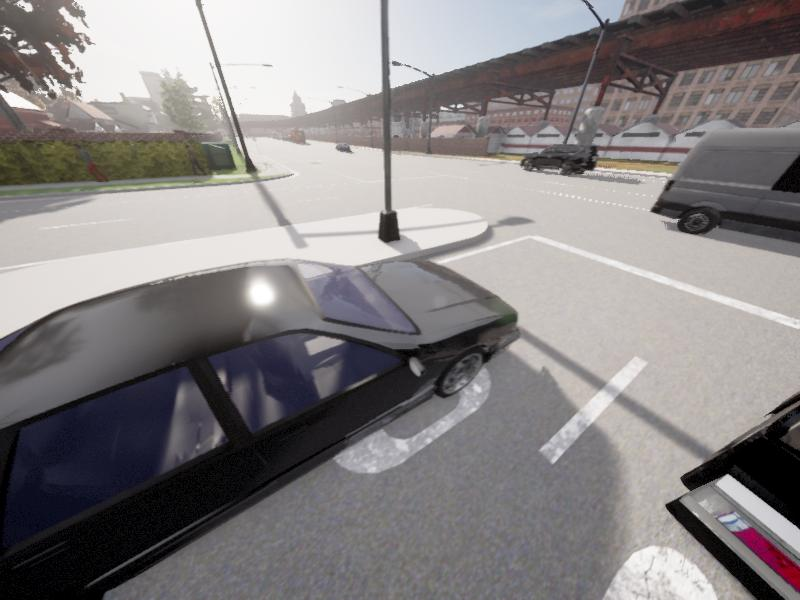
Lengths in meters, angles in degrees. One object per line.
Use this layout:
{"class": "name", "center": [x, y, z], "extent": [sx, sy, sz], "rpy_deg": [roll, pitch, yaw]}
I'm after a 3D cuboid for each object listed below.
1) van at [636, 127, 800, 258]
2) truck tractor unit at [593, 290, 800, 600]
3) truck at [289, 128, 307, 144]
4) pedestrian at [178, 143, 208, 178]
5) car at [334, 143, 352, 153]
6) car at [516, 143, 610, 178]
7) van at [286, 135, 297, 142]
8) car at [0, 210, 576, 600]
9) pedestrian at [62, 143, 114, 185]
{"class": "van", "center": [10.358, -2.459, 5.409], "extent": [1.988, 2.561, 5.915], "rpy_deg": [-19, 39, -25]}
{"class": "truck tractor unit", "center": [5.240, -0.145, 0.559], "extent": [6.516, 4.208, 3.053], "rpy_deg": [-12, 37, -17]}
{"class": "truck", "center": [-32.422, -51.856, 73.045], "extent": [2.891, 3.827, 8.468], "rpy_deg": [-19, 41, -25]}
{"class": "pedestrian", "center": [-13.037, -8.832, 14.617], "extent": [0.751, 1.860, 0.751], "rpy_deg": [-21, 40, -28]}
{"class": "car", "center": [-11.355, -30.301, 45.866], "extent": [1.970, 1.475, 3.806], "rpy_deg": [-19, 40, -25]}
{"class": "car", "center": [12.804, -11.449, 18.768], "extent": [2.150, 2.045, 5.566], "rpy_deg": [-18, 39, -24]}
{"class": "van", "center": [-38.074, -56.637, 81.005], "extent": [2.069, 2.038, 4.480], "rpy_deg": [-19, 41, -25]}
{"class": "car", "center": [-1.228, 0.508, 2.040], "extent": [5.357, 1.411, 2.033], "rpy_deg": [-19, 39, -26]}
{"class": "pedestrian", "center": [-16.653, -7.319, 12.411], "extent": [0.751, 1.860, 0.751], "rpy_deg": [-20, 40, -27]}
